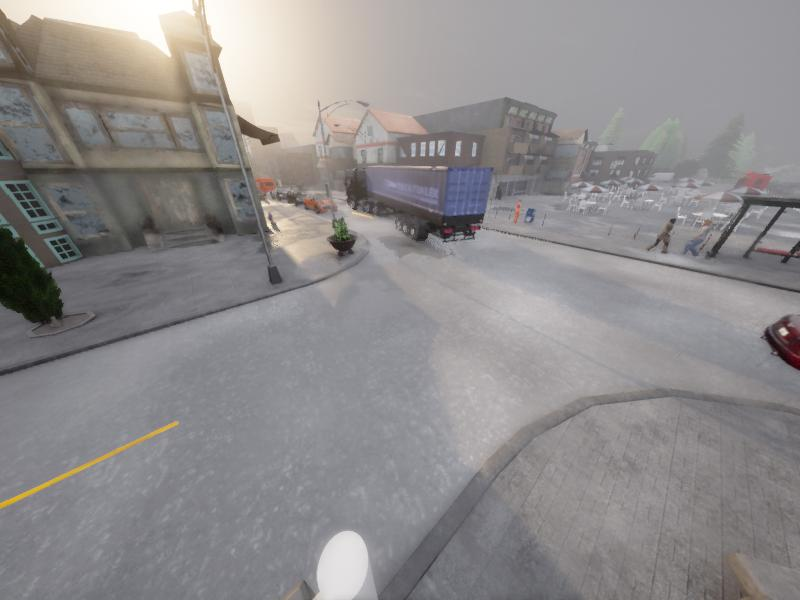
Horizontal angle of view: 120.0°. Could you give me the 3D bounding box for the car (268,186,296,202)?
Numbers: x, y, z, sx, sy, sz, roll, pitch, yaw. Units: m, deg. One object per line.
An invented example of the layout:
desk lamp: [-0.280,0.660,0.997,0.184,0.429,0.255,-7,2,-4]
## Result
car: [-17.014,-15.267,33.125,2.038,1.542,4.974,-23,37,-34]

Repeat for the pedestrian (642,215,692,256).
pedestrian: [13.560,-3.301,11.813,0.751,1.860,0.751,-6,30,-10]

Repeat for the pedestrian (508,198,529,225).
pedestrian: [9.196,-6.879,18.010,0.751,1.860,0.751,-6,31,-10]

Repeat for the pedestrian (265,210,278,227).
pedestrian: [-9.896,-6.286,17.744,0.500,1.100,0.500,-23,37,-34]

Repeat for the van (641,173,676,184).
van: [73.969,-34.947,66.160,1.988,2.561,5.915,-23,37,-34]

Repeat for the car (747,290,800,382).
car: [10.723,1.426,4.373,4.181,1.385,1.994,25,38,37]

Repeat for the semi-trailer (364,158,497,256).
semi-trailer: [0.591,-7.741,17.191,2.717,4.402,14.254,-11,32,-19]

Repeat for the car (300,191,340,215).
car: [-8.443,-10.278,24.220,2.097,1.767,4.553,-23,37,-34]

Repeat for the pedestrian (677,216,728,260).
pedestrian: [14.867,-3.062,11.398,0.751,1.860,0.751,-19,35,-29]

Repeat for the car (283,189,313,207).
car: [-12.676,-12.715,28.629,1.851,1.617,3.988,-23,37,-34]

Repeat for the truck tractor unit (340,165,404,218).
truck tractor unit: [-2.913,-11.168,23.328,3.053,4.208,6.516,-22,37,-33]

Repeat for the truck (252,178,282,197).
truck: [-21.968,-18.629,38.003,2.627,2.467,5.204,-23,37,-34]
